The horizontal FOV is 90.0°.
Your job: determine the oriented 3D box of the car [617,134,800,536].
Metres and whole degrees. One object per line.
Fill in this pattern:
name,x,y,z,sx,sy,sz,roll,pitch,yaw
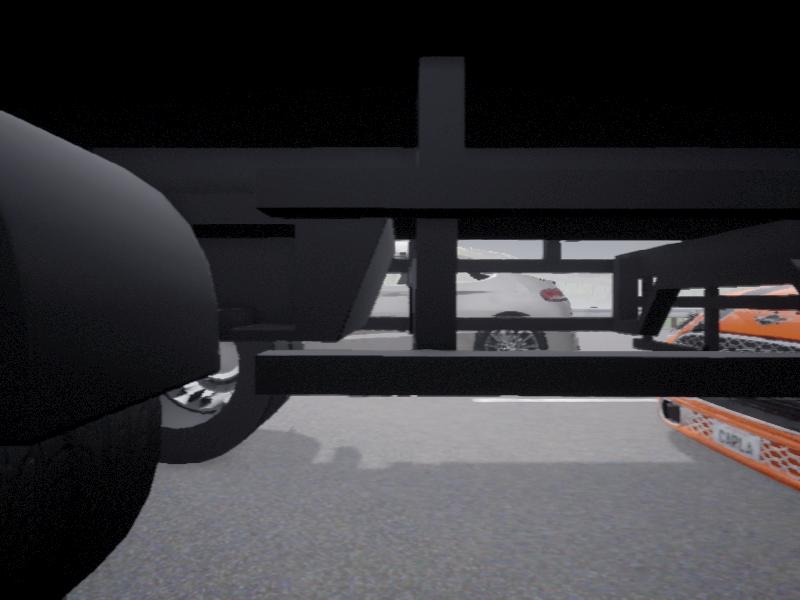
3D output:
car,4.025,0.113,2.170,4.553,1.767,2.097,-1,1,-1

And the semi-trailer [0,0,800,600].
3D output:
semi-trailer,-5.169,-1.212,1.879,14.254,4.402,2.717,0,0,0

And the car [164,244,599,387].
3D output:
car,-0.215,0.182,5.699,5.027,1.651,2.152,0,0,0

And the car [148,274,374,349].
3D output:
car,-2.912,0.233,9.198,4.514,1.525,2.007,0,0,0
